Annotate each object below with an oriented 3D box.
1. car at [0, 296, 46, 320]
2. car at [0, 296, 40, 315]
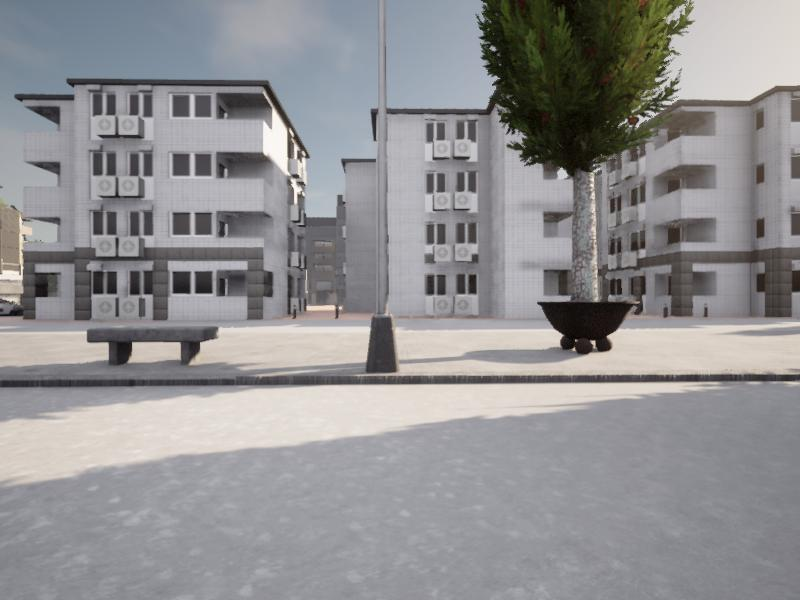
[{"bbox_3d":[-26.276,0.503,25.637,2.038,1.542,4.974,0,0,29],"label":"car"},{"bbox_3d":[-26.301,0.345,25.591,1.853,1.218,4.536,0,0,29],"label":"car"}]
